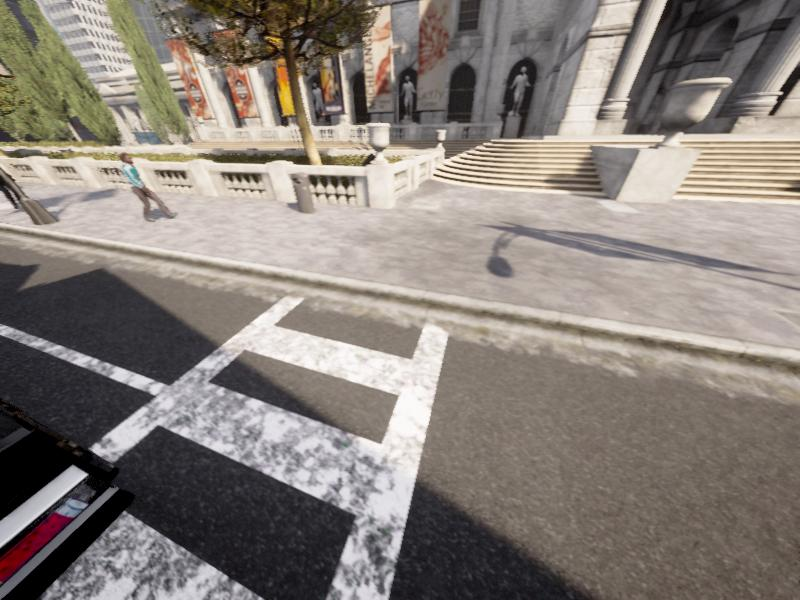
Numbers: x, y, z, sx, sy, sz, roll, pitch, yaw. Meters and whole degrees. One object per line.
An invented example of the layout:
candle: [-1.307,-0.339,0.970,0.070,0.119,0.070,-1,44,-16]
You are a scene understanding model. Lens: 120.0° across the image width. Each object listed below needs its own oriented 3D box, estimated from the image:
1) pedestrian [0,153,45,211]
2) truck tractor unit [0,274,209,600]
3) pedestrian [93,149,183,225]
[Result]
pedestrian: [-14.368,-4.295,8.304,0.751,1.860,0.751,9,36,13]
truck tractor unit: [-5.273,-0.093,0.488,6.516,4.208,3.053,11,37,15]
pedestrian: [-7.508,-3.278,6.766,0.751,1.860,0.751,-9,36,-11]
